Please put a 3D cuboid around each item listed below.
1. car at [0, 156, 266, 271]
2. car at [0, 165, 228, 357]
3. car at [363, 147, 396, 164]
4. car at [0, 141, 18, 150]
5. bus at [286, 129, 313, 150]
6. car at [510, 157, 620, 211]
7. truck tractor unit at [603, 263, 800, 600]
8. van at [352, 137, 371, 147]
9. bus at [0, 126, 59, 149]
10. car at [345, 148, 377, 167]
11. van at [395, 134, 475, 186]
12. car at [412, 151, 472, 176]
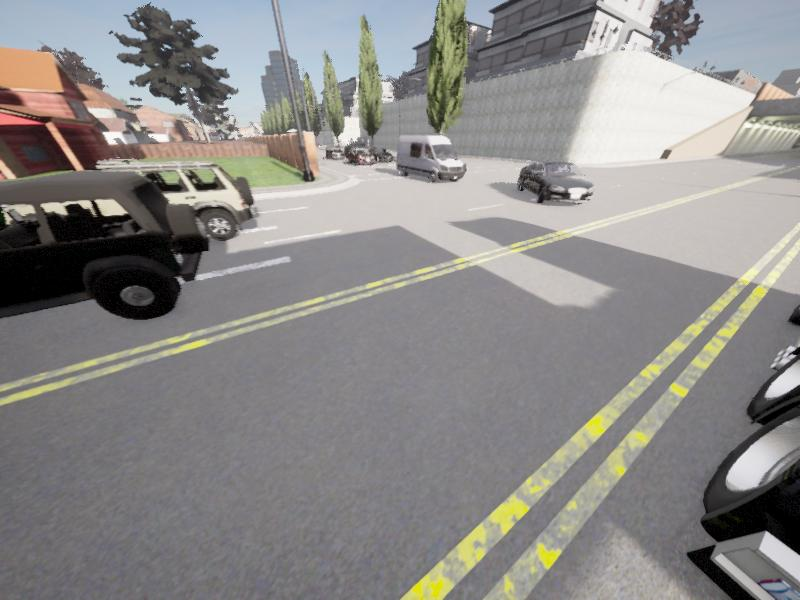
[{"bbox_3d":[-6.346,-2.485,5.885,4.605,1.855,1.932,-17,39,-24],"label":"car"},{"bbox_3d":[-5.113,-0.660,3.258,3.866,1.878,1.905,-18,39,-25],"label":"car"},{"bbox_3d":[-2.549,-17.581,27.983,1.837,1.490,4.892,-18,39,-25],"label":"car"},{"bbox_3d":[-83.874,-32.388,48.436,1.801,1.575,5.366,-19,39,-26],"label":"car"},{"bbox_3d":[-26.416,-42.080,60.567,3.944,4.253,10.273,-18,39,-25],"label":"bus"},{"bbox_3d":[7.185,-5.653,10.895,2.128,1.511,4.902,5,35,5],"label":"car"},{"bbox_3d":[5.110,-0.300,0.795,6.516,4.208,3.053,-18,39,-24],"label":"truck tractor unit"},{"bbox_3d":[-13.627,-55.764,81.300,5.915,2.561,1.988,-21,40,-23],"label":"van"},{"bbox_3d":[-89.844,-39.225,55.835,3.944,4.253,10.273,-19,39,-26],"label":"bus"},{"bbox_3d":[-4.162,-15.209,24.566,1.970,1.475,3.806,-18,39,-25],"label":"car"},{"bbox_3d":[1.967,-9.660,15.710,1.988,2.561,5.915,-17,39,-24],"label":"van"},{"bbox_3d":[3.355,-11.794,19.799,2.033,1.411,5.357,-18,39,-25],"label":"car"}]
